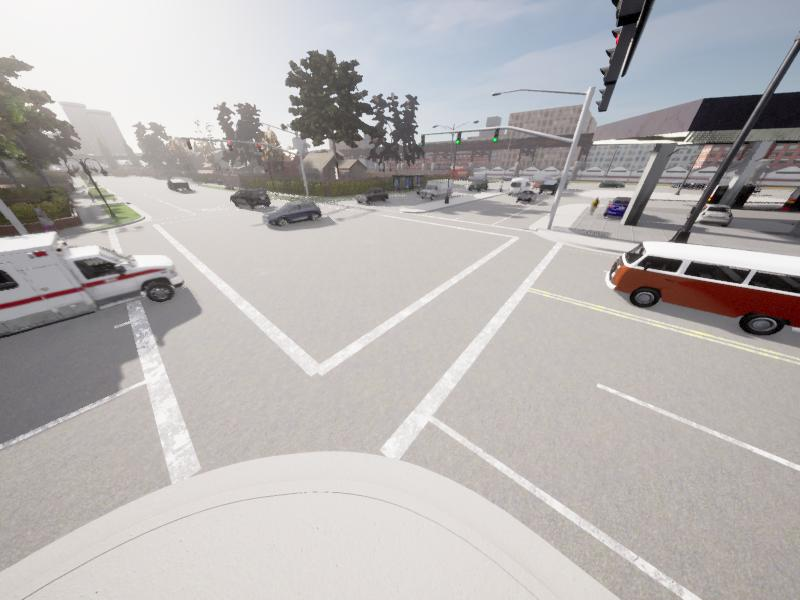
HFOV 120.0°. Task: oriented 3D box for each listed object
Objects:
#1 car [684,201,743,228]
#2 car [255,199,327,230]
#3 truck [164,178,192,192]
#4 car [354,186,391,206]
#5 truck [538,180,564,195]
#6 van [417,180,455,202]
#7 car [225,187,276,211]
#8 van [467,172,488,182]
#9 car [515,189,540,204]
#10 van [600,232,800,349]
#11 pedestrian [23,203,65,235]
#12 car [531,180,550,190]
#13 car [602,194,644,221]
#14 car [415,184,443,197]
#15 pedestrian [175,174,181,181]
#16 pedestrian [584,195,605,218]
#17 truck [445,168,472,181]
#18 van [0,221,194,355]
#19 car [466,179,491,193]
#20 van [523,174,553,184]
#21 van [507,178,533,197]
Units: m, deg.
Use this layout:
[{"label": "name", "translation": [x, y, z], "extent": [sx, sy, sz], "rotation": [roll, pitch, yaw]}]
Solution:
[{"label": "car", "translation": [25.999, -7.245, 19.370], "extent": [1.970, 1.475, 3.806], "rotation": [23, 37, 34]}, {"label": "car", "translation": [-8.941, -7.301, 19.423], "extent": [2.033, 1.649, 4.856], "rotation": [23, 37, 34]}, {"label": "truck", "translation": [-43.834, -22.686, 45.600], "extent": [6.274, 2.098, 2.390], "rotation": [22, 37, 33]}, {"label": "car", "translation": [-3.491, -13.492, 29.893], "extent": [1.932, 1.855, 4.605], "rotation": [23, 38, 34]}, {"label": "truck", "translation": [26.965, -20.166, 41.238], "extent": [2.390, 2.098, 6.274], "rotation": [23, 37, 34]}, {"label": "van", "translation": [5.420, -16.318, 34.242], "extent": [2.351, 2.431, 6.366], "rotation": [22, 37, 34]}, {"label": "car", "translation": [-17.512, -11.916, 26.996], "extent": [5.566, 2.045, 2.150], "rotation": [17, 35, 27]}, {"label": "van", "translation": [24.986, -39.768, 74.704], "extent": [5.915, 2.561, 1.988], "rotation": [23, 37, 34]}, {"label": "car", "translation": [17.287, -14.076, 31.257], "extent": [1.845, 1.501, 3.633], "rotation": [23, 37, 34]}, {"label": "van", "translation": [9.670, -0.596, 7.398], "extent": [4.480, 2.038, 2.069], "rotation": [21, 36, 32]}, {"label": "pedestrian", "translation": [-24.276, -5.533, 15.790], "extent": [0.751, 1.860, 0.751], "rotation": [-25, 38, -36]}, {"label": "car", "translation": [29.896, -24.471, 49.169], "extent": [2.152, 1.651, 5.027], "rotation": [23, 37, 34]}, {"label": "car", "translation": [21.088, -8.924, 21.955], "extent": [2.242, 1.667, 4.611], "rotation": [23, 37, 34]}, {"label": "car", "translation": [4.872, -18.379, 38.617], "extent": [2.152, 1.651, 5.027], "rotation": [22, 37, 33]}, {"label": "pedestrian", "translation": [-70.965, -39.117, 73.739], "extent": [0.751, 1.860, 0.751], "rotation": [22, 37, 33]}, {"label": "pedestrian", "translation": [17.457, -8.392, 20.730], "extent": [0.751, 1.860, 0.751], "rotation": [-26, 39, -37]}, {"label": "truck", "translation": [20.444, -44.486, 81.625], "extent": [8.468, 3.827, 2.891], "rotation": [23, 37, 34]}, {"label": "van", "translation": [-10.659, -0.350, 6.585], "extent": [2.351, 2.431, 6.366], "rotation": [23, 37, 34]}, {"label": "car", "translation": [15.194, -22.048, 44.553], "extent": [2.150, 2.045, 5.566], "rotation": [23, 36, 34]}, {"label": "van", "translation": [38.691, -33.983, 64.829], "extent": [6.366, 2.431, 2.351], "rotation": [23, 37, 34]}, {"label": "van", "translation": [20.264, -19.052, 38.861], "extent": [1.988, 2.561, 5.915], "rotation": [23, 36, 34]}]
